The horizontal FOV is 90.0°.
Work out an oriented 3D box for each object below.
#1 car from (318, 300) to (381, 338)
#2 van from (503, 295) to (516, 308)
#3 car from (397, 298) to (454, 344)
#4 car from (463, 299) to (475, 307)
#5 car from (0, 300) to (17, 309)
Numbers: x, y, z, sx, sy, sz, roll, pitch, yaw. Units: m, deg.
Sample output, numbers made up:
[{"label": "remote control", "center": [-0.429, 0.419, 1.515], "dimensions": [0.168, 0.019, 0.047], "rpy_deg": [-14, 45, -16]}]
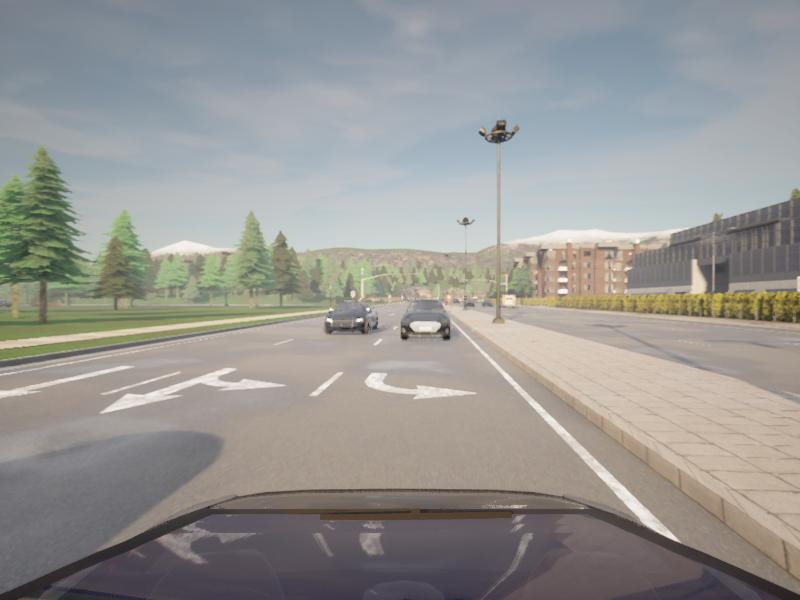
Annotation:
[{"label": "car", "center": [-2.235, 0.792, 19.151], "dimensions": [2.038, 1.542, 4.974], "rpy_deg": [0, 0, 4]}, {"label": "van", "center": [21.182, 0.257, 77.645], "dimensions": [2.351, 2.431, 6.366], "rpy_deg": [0, 0, 15]}, {"label": "car", "center": [1.095, 0.749, 16.783], "dimensions": [2.033, 1.649, 4.856], "rpy_deg": [0, 0, 4]}, {"label": "car", "center": [14.378, 0.666, 83.813], "dimensions": [2.038, 1.542, 4.974], "rpy_deg": [0, 0, 3]}, {"label": "car", "center": [-72.119, 0.750, 72.957], "dimensions": [2.152, 1.651, 5.027], "rpy_deg": [0, 0, -31]}]
